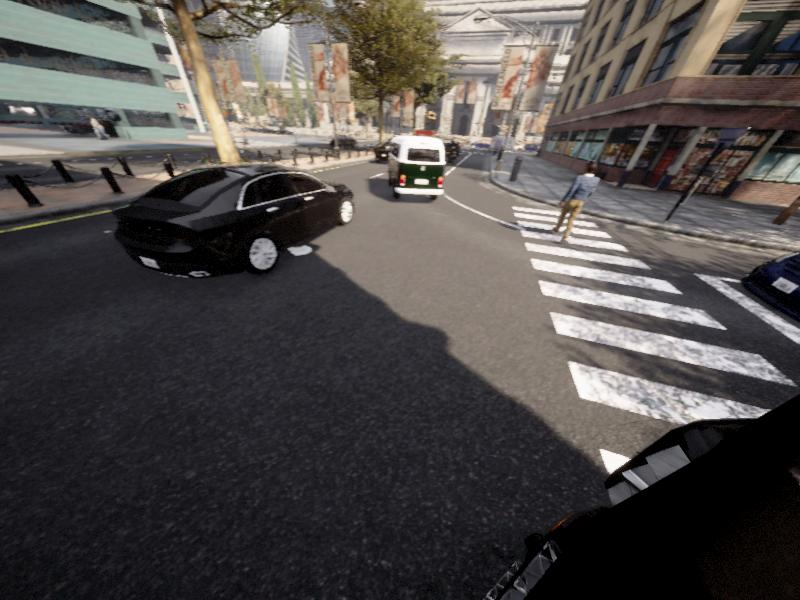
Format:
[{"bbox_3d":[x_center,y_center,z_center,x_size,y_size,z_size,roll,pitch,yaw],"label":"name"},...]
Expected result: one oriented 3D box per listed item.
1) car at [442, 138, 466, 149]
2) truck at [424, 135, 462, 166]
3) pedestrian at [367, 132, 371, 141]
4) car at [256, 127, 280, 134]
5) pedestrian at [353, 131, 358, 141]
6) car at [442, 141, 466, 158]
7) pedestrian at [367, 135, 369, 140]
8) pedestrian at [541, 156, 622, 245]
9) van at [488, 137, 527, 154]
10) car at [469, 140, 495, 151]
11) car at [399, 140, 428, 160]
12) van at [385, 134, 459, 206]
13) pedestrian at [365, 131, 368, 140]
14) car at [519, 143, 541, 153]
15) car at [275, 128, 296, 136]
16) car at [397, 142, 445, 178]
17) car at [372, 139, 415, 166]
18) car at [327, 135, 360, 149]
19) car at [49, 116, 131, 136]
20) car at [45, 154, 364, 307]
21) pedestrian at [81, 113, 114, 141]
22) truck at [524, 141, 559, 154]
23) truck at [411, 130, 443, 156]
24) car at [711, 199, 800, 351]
[{"bbox_3d":[11.435,-33.083,48.840,4.611,1.667,2.242,13,37,13],"label":"car"},{"bbox_3d":[4.265,-14.579,22.314,2.390,2.098,6.274,13,37,13],"label":"truck"},{"bbox_3d":[-8.054,-42.507,59.915,0.751,1.860,0.751,21,39,22],"label":"pedestrian"},{"bbox_3d":[-36.001,-46.163,62.917,5.357,1.411,2.033,11,37,10],"label":"car"},{"bbox_3d":[-10.349,-38.210,53.785,0.751,1.860,0.751,18,38,19],"label":"pedestrian"},{"bbox_3d":[6.899,-19.051,29.217,2.128,1.511,4.902,13,37,13],"label":"car"},{"bbox_3d":[-8.491,-43.054,61.280,0.500,1.100,0.500,6,36,3],"label":"pedestrian"},{"bbox_3d":[4.370,-2.457,5.762,0.751,1.860,0.751,14,37,14],"label":"pedestrian"},{"bbox_3d":[21.184,-30.675,45.733,6.366,2.431,2.351,-1,36,-7],"label":"van"},{"bbox_3d":[17.905,-33.709,50.316,5.027,1.651,2.152,13,37,13],"label":"car"},{"bbox_3d":[1.504,-16.128,24.737,1.970,1.475,3.806,13,37,13],"label":"car"},{"bbox_3d":[0.544,-5.607,9.656,2.069,2.038,4.480,-1,36,-7],"label":"van"},{"bbox_3d":[-8.811,-43.084,60.644,0.751,1.860,0.751,5,36,1],"label":"pedestrian"},{"bbox_3d":[28.533,-33.356,50.813,3.705,1.549,1.789,13,37,13],"label":"car"},{"bbox_3d":[-28.886,-42.397,58.366,4.181,1.385,1.994,13,37,13],"label":"car"},{"bbox_3d":[1.561,-9.609,15.609,1.930,1.638,5.238,13,37,13],"label":"car"},{"bbox_3d":[-0.429,-12.754,19.771,1.930,1.638,5.238,13,37,13],"label":"car"},{"bbox_3d":[-7.650,-21.796,31.818,2.033,1.411,5.357,13,37,13],"label":"car"},{"bbox_3d":[-34.284,-19.353,25.792,2.128,1.511,4.902,13,37,13],"label":"car"},{"bbox_3d":[-2.671,-2.036,4.912,1.837,1.490,4.892,13,37,13],"label":"car"},{"bbox_3d":[-26.429,-15.082,20.198,0.751,1.860,0.751,9,36,7],"label":"pedestrian"},{"bbox_3d":[32.187,-34.880,52.782,6.274,2.098,2.390,13,37,13],"label":"truck"},{"bbox_3d":[3.527,-20.084,29.527,2.627,2.467,5.204,13,37,13],"label":"truck"},{"bbox_3d":[7.654,0.075,2.817,3.988,1.617,1.851,15,37,15],"label":"car"}]
